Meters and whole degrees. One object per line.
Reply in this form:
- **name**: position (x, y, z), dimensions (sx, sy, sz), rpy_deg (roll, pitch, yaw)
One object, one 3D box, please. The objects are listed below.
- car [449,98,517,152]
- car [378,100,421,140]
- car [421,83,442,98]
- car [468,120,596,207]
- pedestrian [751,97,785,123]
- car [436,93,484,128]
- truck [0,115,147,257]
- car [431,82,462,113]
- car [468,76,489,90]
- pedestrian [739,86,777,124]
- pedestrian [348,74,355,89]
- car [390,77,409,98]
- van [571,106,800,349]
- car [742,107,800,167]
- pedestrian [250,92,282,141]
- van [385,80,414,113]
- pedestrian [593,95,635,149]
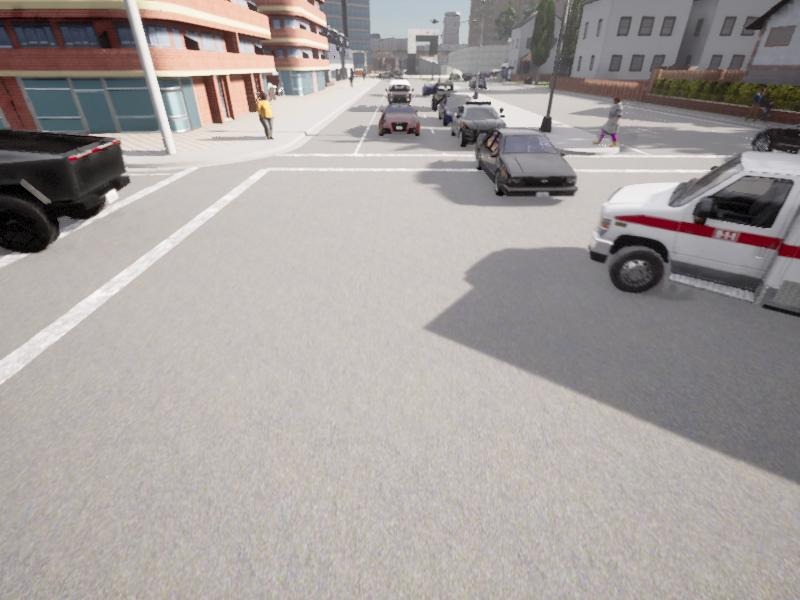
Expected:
- **car**: position (3.513, -8.039, 18.063), dimensions (1.930, 1.638, 5.238), rpy_deg (0, 30, 0)
- **car**: position (-0.026, -9.274, 20.437), dimensions (1.994, 1.385, 4.181), rpy_deg (0, 30, 0)
- **car**: position (3.455, -23.248, 44.340), dimensions (1.895, 1.301, 4.718), rpy_deg (0, 30, 0)
- **car**: position (3.484, -4.258, 11.860), dimensions (2.033, 1.411, 5.357), rpy_deg (0, 30, 0)
- **pedestrian**: position (21.084, -10.917, 22.966), dimensions (0.751, 1.300, 0.751), rpy_deg (0, 30, 0)
- **car**: position (3.475, -11.521, 24.160), dimensions (2.163, 1.488, 4.792), rpy_deg (0, 30, 0)
- **truck**: position (-8.933, -2.153, 7.566), dimensions (6.274, 2.098, 2.390), rpy_deg (-5, 31, -8)
- **car**: position (3.470, -15.662, 30.812), dimensions (1.905, 1.878, 3.866), rpy_deg (0, 30, 0)
- **car**: position (11.441, -31.915, 58.794), dimensions (2.033, 1.649, 4.856), rpy_deg (0, 30, 0)
- **pedestrian**: position (20.051, -10.938, 22.447), dimensions (0.751, 1.860, 0.751), rpy_deg (5, 31, 8)
- **pedestrian**: position (-6.761, -30.449, 55.708), dimensions (0.751, 1.860, 0.751), rpy_deg (-1, 30, -2)
- **car**: position (-0.041, -23.770, 44.659), dimensions (1.932, 1.855, 4.605), rpy_deg (0, 30, 0)
- **van**: position (5.971, -0.791, 4.928), dimensions (6.366, 2.431, 2.351), rpy_deg (21, 36, 31)
- **car**: position (14.983, -5.456, 13.682), dimensions (2.152, 1.651, 5.027), rpy_deg (0, 30, 0)
- **pedestrian**: position (-5.788, -7.955, 17.352), dimensions (0.751, 1.860, 0.751), rpy_deg (26, 39, 37)
- **van**: position (-0.035, -15.574, 30.517), dimensions (2.069, 2.038, 4.480), rpy_deg (0, 30, 0)
- **pedestrian**: position (8.377, -7.007, 15.739), dimensions (0.751, 1.860, 0.751), rpy_deg (-3, 30, -4)
